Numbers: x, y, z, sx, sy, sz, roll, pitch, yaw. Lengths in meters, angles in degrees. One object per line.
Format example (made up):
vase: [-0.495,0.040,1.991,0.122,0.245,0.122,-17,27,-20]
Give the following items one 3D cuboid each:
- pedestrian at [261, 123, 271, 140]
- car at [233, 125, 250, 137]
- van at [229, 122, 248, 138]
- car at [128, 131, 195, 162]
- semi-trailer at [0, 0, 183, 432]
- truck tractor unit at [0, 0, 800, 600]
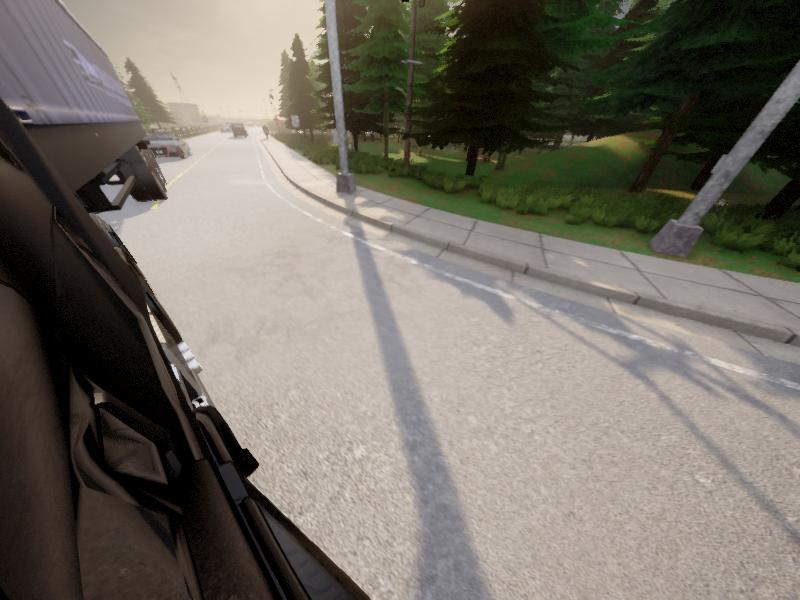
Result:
pedestrian: [-19.270,-24.207,33.187,0.751,1.860,0.751,-16,41,-24]
car: [-28.713,-30.657,41.885,1.837,1.490,4.892,-14,40,-21]
van: [-25.975,-27.437,37.306,1.775,1.987,4.442,-15,40,-22]
car: [-15.545,-10.266,15.361,1.994,1.385,4.181,-16,40,-23]
semi-trailer: [-7.850,-4.064,4.925,2.717,4.402,14.254,-24,44,-31]
truck tractor unit: [-2.645,-0.295,0.351,6.516,4.208,3.053,28,44,30]
